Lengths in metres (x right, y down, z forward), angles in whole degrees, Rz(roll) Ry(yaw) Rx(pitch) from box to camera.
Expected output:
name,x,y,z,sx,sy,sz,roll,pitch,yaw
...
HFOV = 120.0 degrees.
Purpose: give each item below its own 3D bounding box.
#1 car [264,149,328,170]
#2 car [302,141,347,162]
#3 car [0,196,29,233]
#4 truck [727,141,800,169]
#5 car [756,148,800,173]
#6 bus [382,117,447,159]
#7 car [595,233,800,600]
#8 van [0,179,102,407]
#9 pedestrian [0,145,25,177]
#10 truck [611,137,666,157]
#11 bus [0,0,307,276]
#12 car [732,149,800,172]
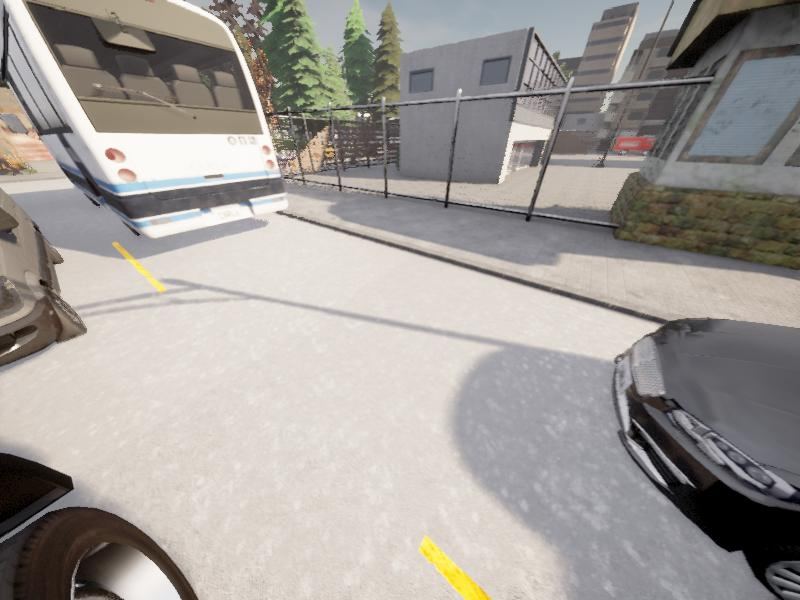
name,x,y,z,sx,sy,sz,roll,pitch,yaw
car,-9.069,-12.543,20.537,1.895,1.301,4.718,24,42,30
car,-8.511,-17.106,26.513,1.932,1.855,4.605,22,40,27
car,-13.134,-2.795,6.442,3.705,1.549,1.789,15,38,20
truck,35.699,-13.901,22.024,4.478,2.038,2.069,23,41,28
car,32.995,-11.862,19.528,1.789,1.547,3.705,23,41,28
bus,2.346,-22.813,32.635,3.944,4.253,10.273,23,41,28
car,4.039,1.296,0.794,4.902,1.511,2.128,23,41,28
van,-6.608,-0.853,2.883,5.915,2.561,1.988,23,41,29
pedestrian,-24.618,-8.689,14.240,0.751,1.860,0.751,22,41,28
truck,36.370,-23.587,35.524,5.204,2.467,2.627,22,41,28
bus,-8.192,-4.837,7.030,10.273,4.253,3.944,22,41,29
car,33.257,-11.856,19.644,5.357,1.415,2.033,23,41,28
